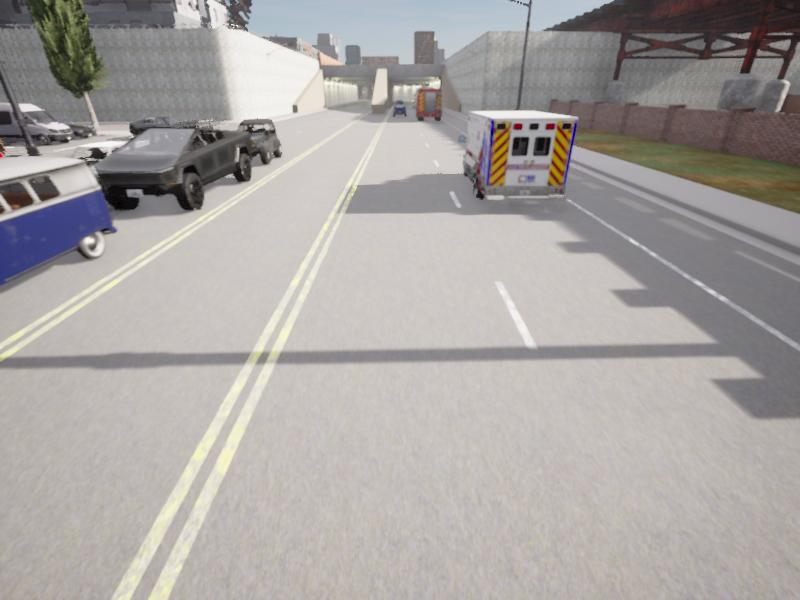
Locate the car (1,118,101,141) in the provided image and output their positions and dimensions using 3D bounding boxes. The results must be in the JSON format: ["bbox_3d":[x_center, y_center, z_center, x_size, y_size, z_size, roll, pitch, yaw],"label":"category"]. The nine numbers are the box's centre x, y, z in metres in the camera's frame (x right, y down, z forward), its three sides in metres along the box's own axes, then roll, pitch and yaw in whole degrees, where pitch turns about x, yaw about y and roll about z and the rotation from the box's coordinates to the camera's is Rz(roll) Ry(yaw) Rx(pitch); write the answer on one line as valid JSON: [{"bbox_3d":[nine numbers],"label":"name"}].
[{"bbox_3d":[-25.924,-12.745,29.877,5.357,1.411,2.033,0,27,0],"label":"car"}]

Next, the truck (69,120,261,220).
[{"bbox_3d":[-6.914,-4.541,13.099,2.390,2.098,6.274,0,27,1],"label":"truck"}]

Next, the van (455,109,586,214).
[{"bbox_3d":[3.493,-4.961,13.440,2.351,2.431,6.366,0,27,0],"label":"van"}]

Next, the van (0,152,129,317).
[{"bbox_3d":[-7.003,-1.094,6.577,1.775,1.987,4.442,0,27,0],"label":"van"}]

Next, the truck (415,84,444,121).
[{"bbox_3d":[3.478,-24.418,49.411,2.891,3.827,8.468,0,27,0],"label":"truck"}]

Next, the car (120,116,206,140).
[{"bbox_3d":[-17.535,-12.861,29.883,4.902,1.511,2.128,0,27,0],"label":"car"}]

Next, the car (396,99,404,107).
[{"bbox_3d":[-0.036,-45.453,92.481,1.882,1.535,5.008,0,27,0],"label":"car"}]

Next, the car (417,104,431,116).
[{"bbox_3d":[3.477,-28.085,59.073,1.812,1.442,4.674,0,27,0],"label":"car"}]

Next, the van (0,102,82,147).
[{"bbox_3d":[-25.207,-11.646,26.507,5.915,2.561,1.988,-1,27,0],"label":"van"}]

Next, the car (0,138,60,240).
[{"bbox_3d":[-10.461,-1.888,8.080,2.150,2.045,5.566,0,27,0],"label":"car"}]

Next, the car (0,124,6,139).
[{"bbox_3d":[-32.947,-12.727,29.808,4.892,1.490,1.837,-1,27,0],"label":"car"}]

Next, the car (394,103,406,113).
[{"bbox_3d":[-0.024,-32.382,67.428,2.033,1.411,5.357,0,27,0],"label":"car"}]

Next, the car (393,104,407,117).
[{"bbox_3d":[-0.023,-27.697,58.260,1.882,1.535,5.008,0,27,0],"label":"car"}]

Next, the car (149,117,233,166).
[{"bbox_3d":[-10.390,-8.180,20.384,1.932,1.855,4.605,-2,28,-3],"label":"car"}]

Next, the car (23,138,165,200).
[{"bbox_3d":[-10.553,-4.771,14.256,1.970,1.475,3.806,-1,27,-1],"label":"car"}]

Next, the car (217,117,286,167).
[{"bbox_3d":[-7.118,-7.836,19.676,1.905,1.878,3.866,-1,27,-1],"label":"car"}]
